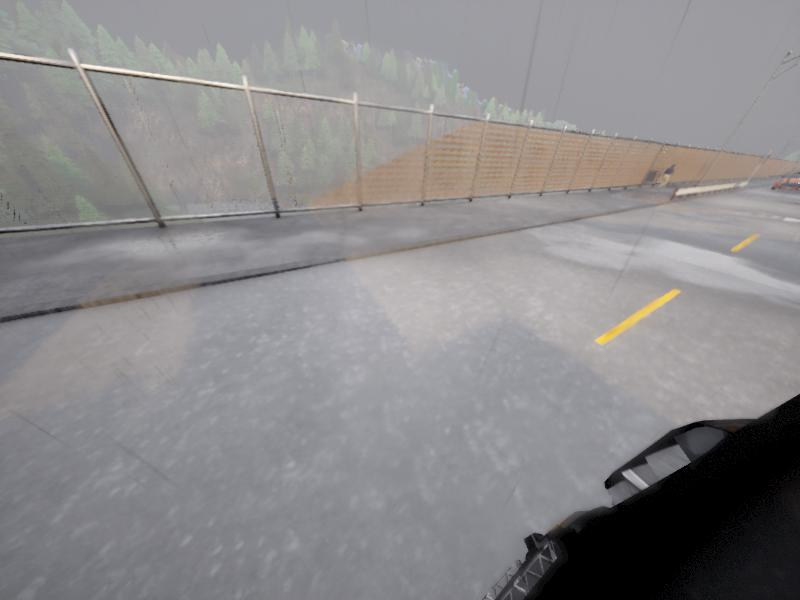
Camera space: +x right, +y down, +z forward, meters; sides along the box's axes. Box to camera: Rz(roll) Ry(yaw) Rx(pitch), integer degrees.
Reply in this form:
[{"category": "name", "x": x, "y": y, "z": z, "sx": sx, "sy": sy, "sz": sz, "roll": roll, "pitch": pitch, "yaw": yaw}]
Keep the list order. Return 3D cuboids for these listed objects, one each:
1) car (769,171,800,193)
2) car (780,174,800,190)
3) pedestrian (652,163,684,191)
[{"category": "car", "x": 41.688, "y": -12.466, "z": 24.265, "sx": 4.553, "sy": 1.767, "sz": 2.097, "roll": -16, "pitch": 38, "yaw": -26}, {"category": "car", "x": 48.011, "y": -14.111, "z": 27.610, "sx": 4.181, "sy": 1.385, "sz": 1.994, "roll": -16, "pitch": 38, "yaw": -26}, {"category": "pedestrian", "x": 21.071, "y": -9.698, "z": 18.201, "sx": 0.751, "sy": 1.860, "sz": 0.751, "roll": -15, "pitch": 38, "yaw": -25}]
